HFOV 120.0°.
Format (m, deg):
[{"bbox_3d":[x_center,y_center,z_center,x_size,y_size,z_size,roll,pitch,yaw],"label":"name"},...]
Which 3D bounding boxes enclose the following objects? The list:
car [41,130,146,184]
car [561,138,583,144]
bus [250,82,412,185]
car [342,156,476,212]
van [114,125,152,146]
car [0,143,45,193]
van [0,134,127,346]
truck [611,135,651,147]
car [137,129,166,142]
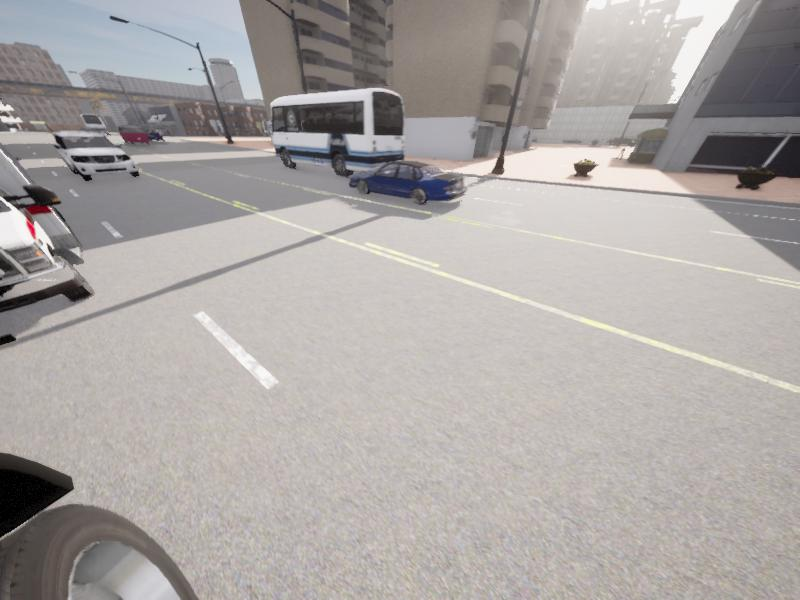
[{"bbox_3d":[-17.063,-8.080,12.855,5.566,2.045,2.150,24,42,27],"label":"car"},{"bbox_3d":[48.269,-44.596,64.883,4.718,1.301,1.895,25,42,29],"label":"car"},{"bbox_3d":[-4.660,-10.966,15.462,10.273,4.253,3.944,24,42,28],"label":"bus"},{"bbox_3d":[0.201,-5.216,10.041,5.357,1.411,2.033,23,41,28],"label":"car"},{"bbox_3d":[-34.329,-21.177,29.696,4.442,1.987,1.775,25,42,28],"label":"van"},{"bbox_3d":[-18.550,-5.981,10.364,4.902,1.511,2.128,24,42,28],"label":"car"},{"bbox_3d":[-7.717,-1.527,3.807,6.366,2.431,2.351,24,41,28],"label":"van"},{"bbox_3d":[53.796,-37.188,54.037,6.274,2.098,2.390,25,42,29],"label":"truck"},{"bbox_3d":[-38.217,-25.320,35.561,3.633,1.501,1.845,24,42,28],"label":"car"}]
